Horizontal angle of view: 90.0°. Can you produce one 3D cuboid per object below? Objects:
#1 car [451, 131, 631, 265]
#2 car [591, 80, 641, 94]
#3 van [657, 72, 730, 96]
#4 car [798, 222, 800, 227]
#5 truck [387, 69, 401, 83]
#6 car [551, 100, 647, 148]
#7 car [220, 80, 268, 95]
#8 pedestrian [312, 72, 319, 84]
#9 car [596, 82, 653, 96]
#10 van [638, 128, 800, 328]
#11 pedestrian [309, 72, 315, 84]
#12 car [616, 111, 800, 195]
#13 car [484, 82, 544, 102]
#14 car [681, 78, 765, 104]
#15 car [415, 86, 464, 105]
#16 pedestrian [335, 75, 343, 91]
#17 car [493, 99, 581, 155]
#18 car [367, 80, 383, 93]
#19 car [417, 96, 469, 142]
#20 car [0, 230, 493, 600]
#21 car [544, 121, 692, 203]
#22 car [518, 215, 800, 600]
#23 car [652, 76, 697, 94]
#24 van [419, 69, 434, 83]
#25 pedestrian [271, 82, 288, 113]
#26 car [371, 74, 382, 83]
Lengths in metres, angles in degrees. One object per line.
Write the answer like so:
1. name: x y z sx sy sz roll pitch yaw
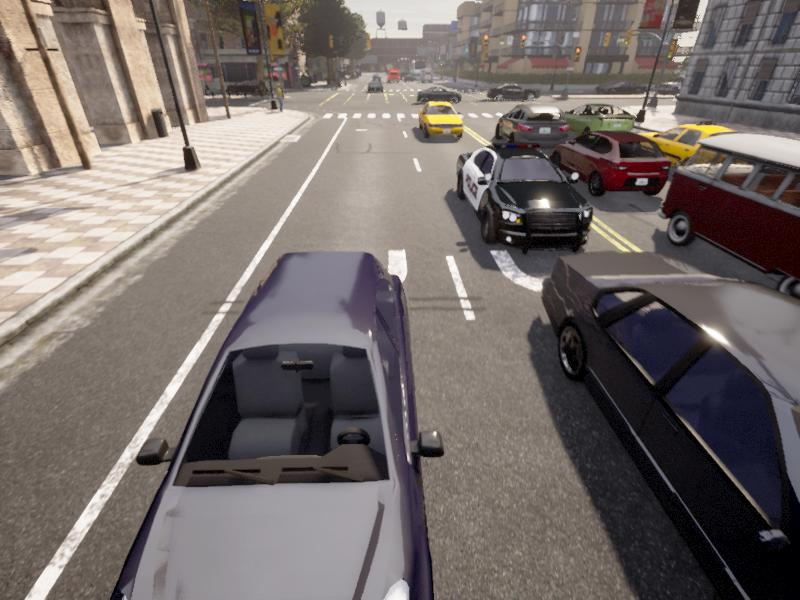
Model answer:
1. car: 2.568 -2.565 8.860 2.038 1.542 4.974 -1 30 -2
2. car: 27.096 -26.804 50.326 4.792 1.488 2.163 -1 30 -2
3. van: 34.550 -25.596 47.327 6.366 2.431 2.351 -1 30 -2
4. car: 9.665 -1.364 6.789 1.789 1.549 3.705 -1 30 -2
5. truck: -1.277 -45.580 81.408 2.627 2.467 5.204 -1 30 -2
6. car: 9.085 -8.371 18.785 2.007 1.525 4.514 -1 30 -2
7. car: -18.904 -25.869 48.715 4.902 1.511 2.128 -1 30 -2
8. pedestrian: -15.619 -41.047 73.917 0.751 1.860 0.751 -21 36 -32
9. car: 26.504 -24.984 47.302 5.357 1.411 2.033 -1 30 -2
10. van: 6.178 -1.375 6.380 1.775 1.987 4.442 -1 30 -2
11. pedestrian: -16.193 -40.966 73.778 0.751 1.860 0.751 1 30 1
12. car: 9.400 -4.928 12.850 1.801 1.575 5.366 -1 30 -2
13. car: 11.275 -20.740 39.803 5.238 1.638 1.930 -1 30 -2
14. car: 30.002 -19.535 37.352 5.566 2.045 2.150 -1 30 -2
15. car: 3.561 -18.695 36.576 4.181 1.385 1.994 -1 30 -2
16. pedestrian: -8.567 -30.567 56.313 0.751 1.860 0.751 -11 32 -19
17. car: 5.641 -7.592 17.310 2.242 1.667 4.611 1 30 1
18. car: -3.205 -27.846 52.184 1.994 1.385 4.181 -1 30 -2
19. car: 2.001 -9.283 20.290 1.801 1.575 5.366 -1 30 -2
20. car: -0.673 0.826 3.068 1.845 1.501 3.633 -1 30 -2
21. car: 5.954 -4.175 11.668 1.816 1.474 4.193 -1 30 -2
22. car: 2.808 0.901 3.075 2.033 1.411 5.357 -1 30 -2
23. car: 34.591 -27.125 50.492 3.866 1.878 1.905 -1 30 -2
24. van: 5.564 -47.406 84.567 2.351 2.431 6.366 -1 30 -2
25. pedestrian: -8.378 -14.090 27.869 0.751 1.860 0.751 0 30 -1
26. car: -4.808 -45.431 82.172 2.128 1.511 4.902 -1 30 -2
